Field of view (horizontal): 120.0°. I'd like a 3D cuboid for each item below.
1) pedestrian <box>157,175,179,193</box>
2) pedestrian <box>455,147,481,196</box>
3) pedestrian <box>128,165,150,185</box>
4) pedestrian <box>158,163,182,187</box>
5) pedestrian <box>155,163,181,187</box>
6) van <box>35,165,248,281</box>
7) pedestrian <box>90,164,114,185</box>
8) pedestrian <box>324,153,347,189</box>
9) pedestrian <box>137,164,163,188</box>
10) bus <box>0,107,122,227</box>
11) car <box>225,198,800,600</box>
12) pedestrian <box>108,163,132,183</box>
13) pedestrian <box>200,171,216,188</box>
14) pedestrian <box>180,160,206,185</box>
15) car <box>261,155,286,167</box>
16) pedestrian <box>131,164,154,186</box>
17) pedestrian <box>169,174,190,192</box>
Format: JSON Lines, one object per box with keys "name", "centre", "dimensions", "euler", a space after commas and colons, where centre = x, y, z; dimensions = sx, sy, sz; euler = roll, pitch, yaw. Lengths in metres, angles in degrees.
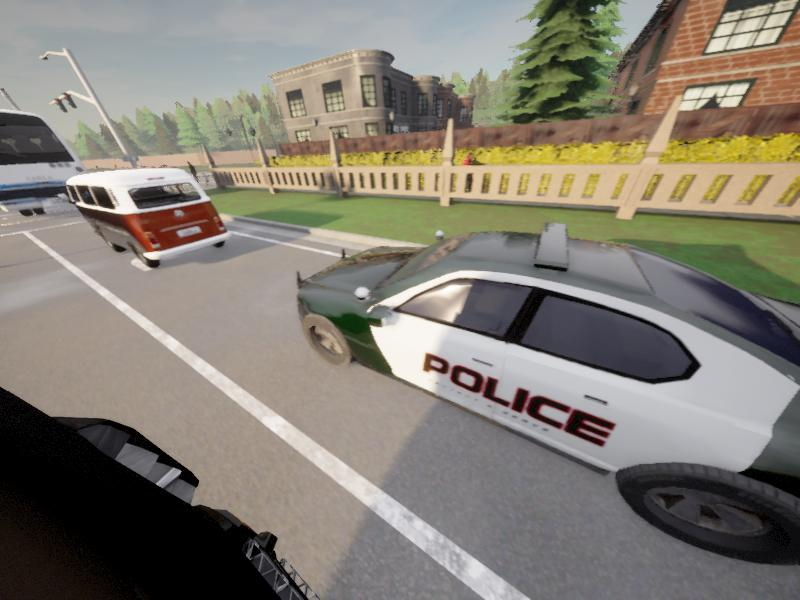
{"name": "pedestrian", "centre": [-16.271, -8.126, 16.211], "dimensions": [0.500, 1.100, 0.500], "euler": [5, 34, 12]}
{"name": "pedestrian", "centre": [3.108, -5.892, 10.645], "dimensions": [0.751, 1.860, 0.751], "euler": [15, 38, 25]}
{"name": "pedestrian", "centre": [-28.401, -13.641, 25.141], "dimensions": [0.751, 1.860, 0.751], "euler": [19, 39, 29]}
{"name": "pedestrian", "centre": [-21.659, -11.800, 21.789], "dimensions": [0.751, 1.860, 0.751], "euler": [16, 38, 26]}
{"name": "pedestrian", "centre": [-21.298, -11.472, 21.248], "dimensions": [0.751, 1.860, 0.751], "euler": [14, 37, 24]}
{"name": "van", "centre": [-6.765, -2.327, 6.169], "dimensions": [4.480, 2.038, 2.069], "euler": [16, 38, 26]}
{"name": "pedestrian", "centre": [-32.324, -13.608, 25.055], "dimensions": [0.751, 1.860, 0.751], "euler": [18, 39, 28]}
{"name": "pedestrian", "centre": [-3.974, -8.013, 14.401], "dimensions": [0.751, 1.860, 0.751], "euler": [17, 38, 27]}
{"name": "pedestrian", "centre": [-23.445, -11.655, 21.691], "dimensions": [0.751, 1.860, 0.751], "euler": [19, 39, 29]}
{"name": "bus", "centre": [-20.670, -7.419, 12.941], "dimensions": [10.273, 4.253, 3.944], "euler": [21, 40, 31]}
{"name": "car", "centre": [0.891, 0.052, 2.437], "dimensions": [4.974, 1.542, 2.038], "euler": [16, 38, 26]}
{"name": "pedestrian", "centre": [-31.402, -14.233, 25.930], "dimensions": [0.751, 1.860, 0.751], "euler": [14, 37, 24]}
{"name": "pedestrian", "centre": [-14.965, -9.363, 17.982], "dimensions": [0.500, 1.100, 0.500], "euler": [27, 43, 37]}
{"name": "pedestrian", "centre": [-18.382, -11.320, 20.517], "dimensions": [0.751, 1.860, 0.751], "euler": [0, 34, 4]}
{"name": "car", "centre": [-26.079, -28.770, 47.811], "dimensions": [1.905, 1.878, 3.866], "euler": [16, 38, 26]}
{"name": "pedestrian", "centre": [-26.268, -12.767, 23.591], "dimensions": [0.751, 1.860, 0.751], "euler": [20, 40, 30]}
{"name": "pedestrian", "centre": [-15.794, -8.376, 16.552], "dimensions": [0.500, 1.100, 0.500], "euler": [7, 35, 15]}
